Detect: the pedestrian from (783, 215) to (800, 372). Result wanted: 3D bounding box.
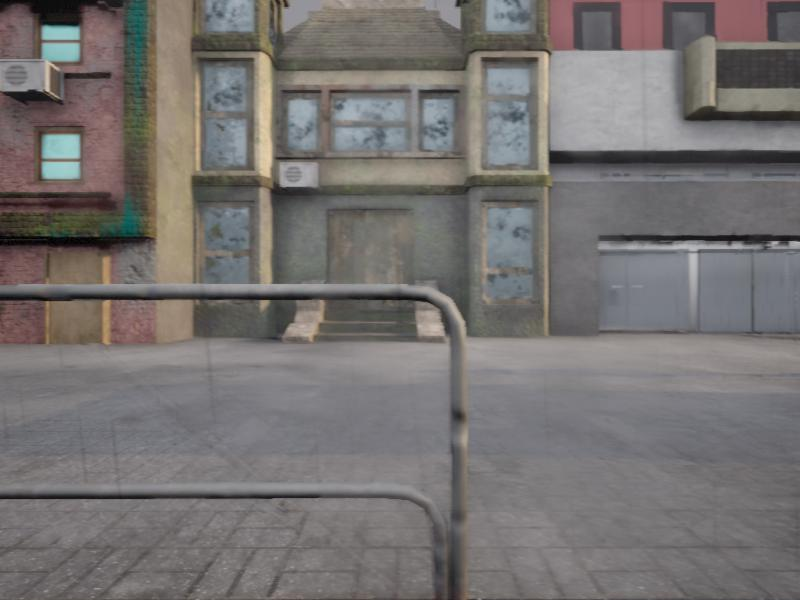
[{"bbox_3d":[5.152,-0.075,4.656,0.751,1.860,0.751,0,0,-22],"label":"pedestrian"}]
